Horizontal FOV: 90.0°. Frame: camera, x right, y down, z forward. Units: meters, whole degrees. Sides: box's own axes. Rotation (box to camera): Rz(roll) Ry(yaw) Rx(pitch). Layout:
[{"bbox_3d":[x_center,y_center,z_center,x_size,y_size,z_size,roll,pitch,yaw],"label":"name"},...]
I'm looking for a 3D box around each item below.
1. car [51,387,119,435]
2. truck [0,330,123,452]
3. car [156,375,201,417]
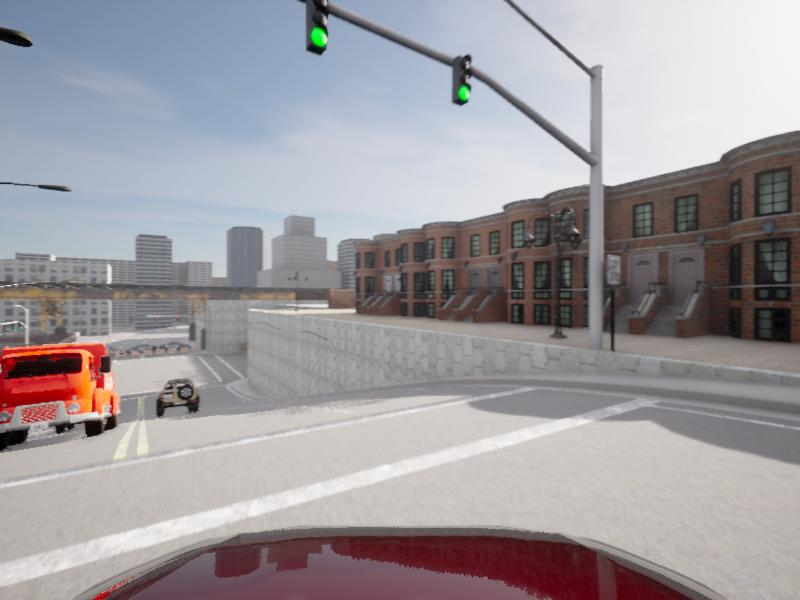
[{"bbox_3d":[-12.936,4.566,16.673,1.816,1.474,4.193,-1,-13,-33],"label":"car"},{"bbox_3d":[-9.341,2.545,10.998,2.627,2.467,5.204,-1,-13,-33],"label":"truck"},{"bbox_3d":[-12.683,5.524,22.763,1.932,1.855,4.605,0,-15,-33],"label":"car"}]
